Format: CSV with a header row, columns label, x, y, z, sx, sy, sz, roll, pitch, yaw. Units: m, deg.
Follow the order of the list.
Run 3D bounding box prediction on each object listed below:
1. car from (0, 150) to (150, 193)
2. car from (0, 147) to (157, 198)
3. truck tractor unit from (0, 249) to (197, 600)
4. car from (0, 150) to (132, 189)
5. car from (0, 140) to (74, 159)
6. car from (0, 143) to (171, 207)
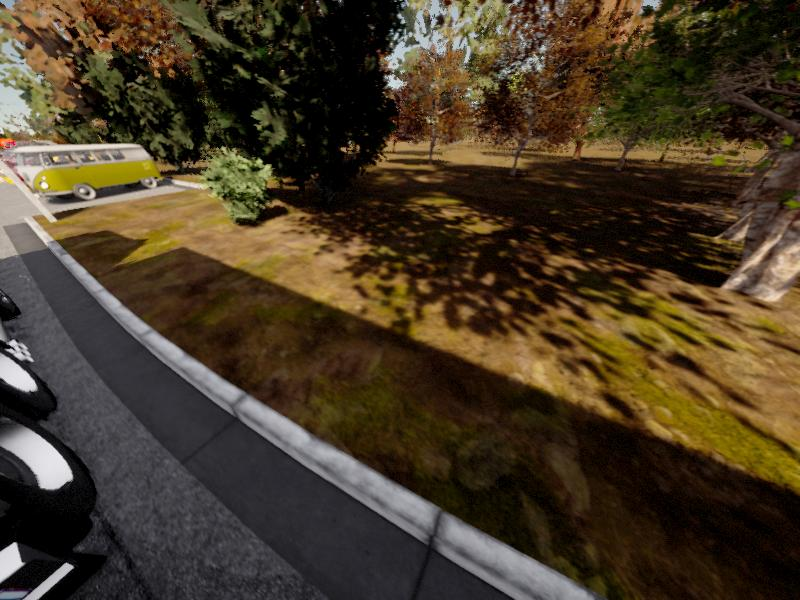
label,x,y,z,sx,sy,sz,roll,pitch,yaw
car,-18.957,-7.777,13.674,1.946,1.575,5.366,7,37,12
car,-16.544,-6.823,12.083,2.185,1.767,4.553,7,37,12
truck tractor unit,-5.108,-0.302,0.785,6.516,4.208,3.053,19,41,25
car,-21.500,-8.501,14.742,1.946,1.575,5.366,8,37,12
car,-54.869,-22.840,34.967,2.435,2.045,5.566,10,37,15
car,-14.083,-5.937,10.622,1.878,1.987,4.442,7,37,11
